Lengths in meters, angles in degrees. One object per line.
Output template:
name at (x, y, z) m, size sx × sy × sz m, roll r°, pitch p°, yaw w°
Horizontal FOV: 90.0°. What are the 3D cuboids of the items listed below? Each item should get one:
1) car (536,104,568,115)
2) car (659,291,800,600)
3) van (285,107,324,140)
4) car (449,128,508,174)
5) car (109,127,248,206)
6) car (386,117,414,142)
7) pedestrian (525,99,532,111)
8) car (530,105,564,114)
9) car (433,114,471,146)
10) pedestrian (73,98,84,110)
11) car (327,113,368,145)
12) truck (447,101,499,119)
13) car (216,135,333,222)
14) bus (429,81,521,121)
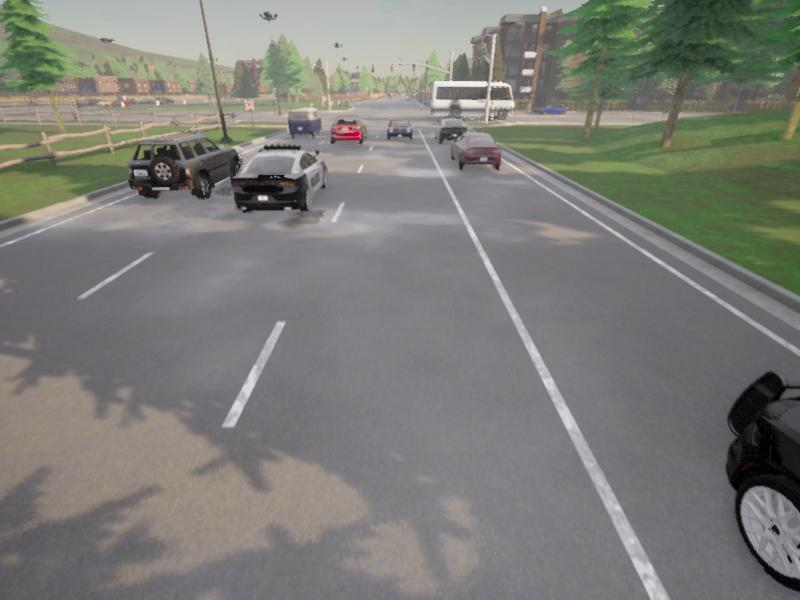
car at (23.912, -29.991, 63.020) m, size 4.193 × 1.474 × 1.816 m, roll 0°, pitch 27°, yaw -1°
car at (3.504, 1.864, 1.210) m, size 1.930 × 1.638 × 5.238 m, roll 0°, pitch 27°, yaw 0°
van at (-7.006, -13.264, 29.948) m, size 1.775 × 1.987 × 4.442 m, roll 0°, pitch 27°, yaw 0°
car at (3.489, -7.061, 18.650) m, size 1.812 × 1.442 × 4.674 m, roll 0°, pitch 27°, yaw 0°
car at (-7.000, -4.634, 13.407) m, size 1.932 × 1.855 × 4.605 m, roll 0°, pitch 27°, yaw 0°
car at (-0.007, -12.617, 29.505) m, size 1.895 × 1.301 × 4.718 m, roll 0°, pitch 27°, yaw 0°
pedestrian at (23.196, -35.070, 72.025) m, size 0.751 × 1.860 × 0.751 m, roll -1°, pitch 27°, yaw -3°
car at (24.257, -31.523, 66.173) m, size 4.718 × 1.301 × 1.895 m, roll 0°, pitch 27°, yaw -1°
car at (3.494, -11.852, 27.681) m, size 1.930 × 1.638 × 5.238 m, roll 0°, pitch 27°, yaw 0°
pedestrian at (-59.838, -36.515, 74.484) m, size 0.751 × 1.860 × 0.751 m, roll 3°, pitch 28°, yaw 6°
car at (-3.507, -11.928, 27.738) m, size 2.242 × 1.667 × 4.611 m, roll 0°, pitch 27°, yaw 0°
truck at (9.518, -24.990, 52.588) m, size 6.274 × 2.098 × 2.390 m, roll 0°, pitch 27°, yaw 0°
car at (-3.499, -3.968, 12.409) m, size 1.930 × 1.638 × 5.238 m, roll 0°, pitch 27°, yaw 0°
bus at (8.852, -24.393, 49.090) m, size 10.273 × 4.253 × 3.944 m, roll 0°, pitch 27°, yaw 0°
